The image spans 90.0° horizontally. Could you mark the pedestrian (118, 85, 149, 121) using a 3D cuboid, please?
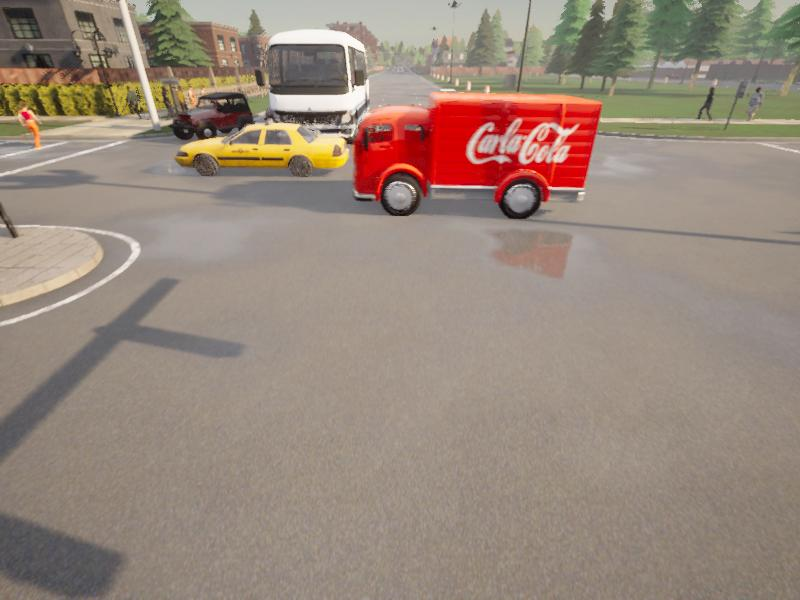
[{"bbox_3d":[-15.593,-11.546,23.460,0.751,1.860,0.751,1,30,1],"label":"pedestrian"}]

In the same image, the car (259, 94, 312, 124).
[{"bbox_3d":[-7.067,-12.105,25.253,1.994,1.385,4.181,1,30,2],"label":"car"}]

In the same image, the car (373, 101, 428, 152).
[{"bbox_3d":[0.028,-7.870,17.899,2.128,1.511,4.902,0,30,0],"label":"car"}]

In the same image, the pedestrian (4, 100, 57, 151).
[{"bbox_3d":[-15.164,-7.174,16.470,0.751,1.860,0.751,-4,31,-6],"label":"pedestrian"}]

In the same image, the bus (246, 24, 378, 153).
[{"bbox_3d":[-3.350,-10.311,19.350,3.944,4.253,10.273,0,30,0],"label":"bus"}]

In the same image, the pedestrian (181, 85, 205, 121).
[{"bbox_3d":[-12.291,-11.739,23.791,0.751,1.860,0.751,-8,31,-14],"label":"pedestrian"}]

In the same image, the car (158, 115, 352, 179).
[{"bbox_3d":[-4.356,-4.911,12.792,5.366,1.575,1.801,1,30,0],"label":"car"}]

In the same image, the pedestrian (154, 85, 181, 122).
[{"bbox_3d":[-13.450,-11.361,23.146,0.751,1.860,0.751,-21,37,-32],"label":"pedestrian"}]

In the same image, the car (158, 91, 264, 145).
[{"bbox_3d":[-8.732,-8.691,18.917,1.905,1.878,3.866,15,34,24],"label":"car"}]

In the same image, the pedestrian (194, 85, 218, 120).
[{"bbox_3d":[-11.562,-11.774,23.851,0.751,1.860,0.751,-5,31,-9],"label":"pedestrian"}]

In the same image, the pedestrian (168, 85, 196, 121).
[{"bbox_3d":[-12.898,-11.712,23.744,0.751,1.860,0.751,2,30,4],"label":"pedestrian"}]

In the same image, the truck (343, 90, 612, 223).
[{"bbox_3d":[1.496,-3.485,9.495,5.204,2.467,2.627,1,30,0],"label":"truck"}]

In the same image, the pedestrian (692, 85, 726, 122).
[{"bbox_3d":[17.929,-11.415,23.261,0.751,1.860,0.751,3,31,5],"label":"pedestrian"}]

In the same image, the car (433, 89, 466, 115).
[{"bbox_3d":[3.537,-14.586,29.385,1.970,1.475,3.806,0,30,0],"label":"car"}]

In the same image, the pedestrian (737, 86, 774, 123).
[{"bbox_3d":[20.332,-11.215,22.922,0.751,1.860,0.751,2,30,3],"label":"pedestrian"}]

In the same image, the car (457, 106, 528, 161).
[{"bbox_3d":[3.527,-6.772,16.065,1.816,1.474,4.193,0,30,0],"label":"car"}]
